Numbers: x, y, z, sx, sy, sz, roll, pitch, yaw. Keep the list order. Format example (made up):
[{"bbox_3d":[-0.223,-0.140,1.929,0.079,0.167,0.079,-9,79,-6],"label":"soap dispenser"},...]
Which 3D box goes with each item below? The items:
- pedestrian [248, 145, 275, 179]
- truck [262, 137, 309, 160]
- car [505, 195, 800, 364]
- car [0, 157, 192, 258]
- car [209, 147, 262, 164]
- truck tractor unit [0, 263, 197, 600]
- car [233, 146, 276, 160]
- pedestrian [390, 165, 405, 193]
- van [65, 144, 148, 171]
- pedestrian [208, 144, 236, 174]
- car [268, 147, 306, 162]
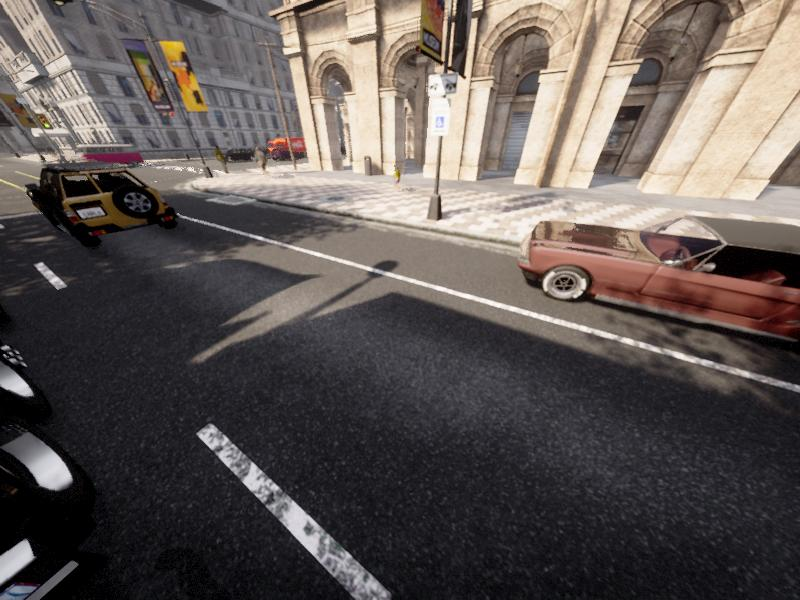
[{"bbox_3d":[-8.892,-8.888,14.897,0.751,1.860,0.751,23,41,29],"label":"pedestrian"},{"bbox_3d":[-16.721,-22.354,34.025,2.627,2.467,5.204,18,41,24],"label":"truck"},{"bbox_3d":[4.438,-0.528,3.576,4.718,1.301,1.895,18,39,24],"label":"car"},{"bbox_3d":[-8.597,-2.871,6.544,4.605,1.855,1.932,18,39,25],"label":"car"},{"bbox_3d":[-20.440,-18.180,28.967,1.837,1.490,4.892,18,38,24],"label":"car"},{"bbox_3d":[-5.107,-0.306,0.776,6.516,4.208,3.053,19,39,24],"label":"truck tractor unit"},{"bbox_3d":[-21.129,-21.531,33.781,1.837,1.490,4.892,18,39,24],"label":"car"},{"bbox_3d":[-0.131,-5.705,10.918,0.500,1.100,0.500,-22,40,-27],"label":"pedestrian"},{"bbox_3d":[-28.670,-14.150,22.815,1.775,1.987,4.442,18,39,24],"label":"van"},{"bbox_3d":[-13.294,-10.516,17.271,0.751,1.860,0.751,8,36,12],"label":"pedestrian"},{"bbox_3d":[-15.030,-19.592,30.963,1.816,1.474,4.193,18,39,24],"label":"car"}]
